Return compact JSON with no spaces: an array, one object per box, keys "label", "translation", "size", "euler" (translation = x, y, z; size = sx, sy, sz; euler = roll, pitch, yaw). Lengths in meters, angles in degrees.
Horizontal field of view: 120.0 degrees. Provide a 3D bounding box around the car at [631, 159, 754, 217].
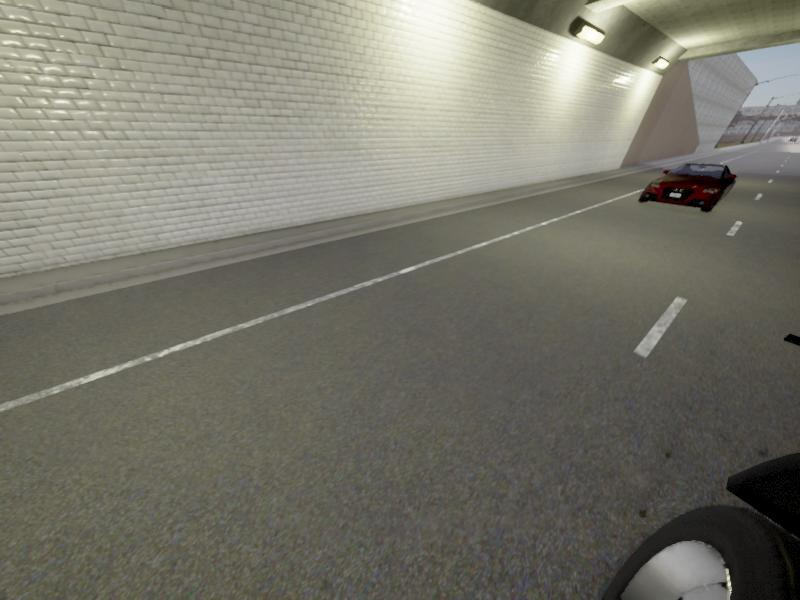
[{"label":"car","translation":[11.462,-4.554,9.070],"size":[4.181,1.385,1.994],"euler":[-22,41,-28]}]
